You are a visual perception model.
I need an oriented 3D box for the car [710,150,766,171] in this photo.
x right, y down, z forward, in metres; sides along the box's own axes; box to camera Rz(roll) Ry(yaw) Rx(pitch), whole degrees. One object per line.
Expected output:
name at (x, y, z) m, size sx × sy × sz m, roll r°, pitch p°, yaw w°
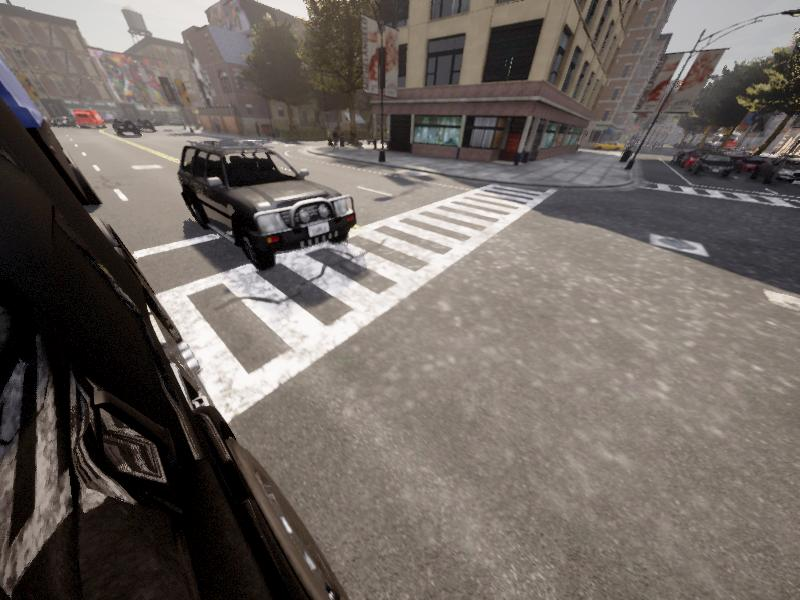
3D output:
car at (35.817, -15.002, 24.691) m, size 2.128 × 1.511 × 4.902 m, roll 28°, pitch 44°, yaw 30°

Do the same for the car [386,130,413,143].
car at (-0.071, -29.118, 41.176) m, size 1.930 × 1.638 × 5.238 m, roll 28°, pitch 44°, yaw 30°

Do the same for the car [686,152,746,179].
car at (25.468, -11.068, 18.840) m, size 1.812 × 1.442 × 4.674 m, roll 28°, pitch 44°, yaw 30°

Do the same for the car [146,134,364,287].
car at (-3.123, -2.322, 4.992) m, size 4.605 × 1.855 × 1.932 m, roll 28°, pitch 44°, yaw 30°

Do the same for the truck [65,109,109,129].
truck at (-52.398, -30.379, 38.865) m, size 2.627 × 2.467 × 5.204 m, roll -21°, pitch 43°, yaw -28°

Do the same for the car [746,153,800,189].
car at (26.932, -8.926, 15.882) m, size 2.242 × 1.667 × 4.611 m, roll 28°, pitch 44°, yaw 30°

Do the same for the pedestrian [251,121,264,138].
pedestrian at (-20.526, -24.556, 33.314) m, size 0.751 × 1.860 × 0.751 m, roll 12°, pitch 38°, yaw 12°

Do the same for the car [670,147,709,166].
car at (33.844, -16.940, 27.170) m, size 1.837 × 1.490 × 4.892 m, roll 27°, pitch 43°, yaw 29°

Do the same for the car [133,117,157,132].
car at (-42.276, -29.075, 38.256) m, size 1.932 × 1.855 × 4.605 m, roll -28°, pitch 47°, yaw -34°

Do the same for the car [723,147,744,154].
car at (85.484, -38.433, 59.302) m, size 1.895 × 1.301 × 4.718 m, roll 28°, pitch 44°, yaw 30°

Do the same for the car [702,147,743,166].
car at (40.061, -17.971, 28.846) m, size 1.851 × 1.617 × 3.988 m, roll 28°, pitch 44°, yaw 30°

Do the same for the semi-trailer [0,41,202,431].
semi-trailer at (-8.714, -3.593, 4.214) m, size 14.254 × 4.402 × 2.717 m, roll 28°, pitch 44°, yaw 30°

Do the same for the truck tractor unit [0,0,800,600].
truck tractor unit at (-2.645, -0.295, 0.351) m, size 6.516 × 4.208 × 3.053 m, roll 28°, pitch 44°, yaw 30°

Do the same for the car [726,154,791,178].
car at (31.553, -12.004, 20.537) m, size 1.994 × 1.385 × 4.181 m, roll 28°, pitch 43°, yaw 30°

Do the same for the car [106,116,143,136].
car at (-35.006, -22.084, 29.377) m, size 4.605 × 1.855 × 1.932 m, roll 29°, pitch 44°, yaw 30°

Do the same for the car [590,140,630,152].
car at (41.244, -30.431, 45.587) m, size 5.366 × 1.575 × 1.801 m, roll 15°, pitch 38°, yaw 15°

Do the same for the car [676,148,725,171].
car at (29.685, -14.054, 23.026) m, size 2.007 × 1.525 × 4.514 m, roll 28°, pitch 44°, yaw 30°

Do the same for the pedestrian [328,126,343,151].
pedestrian at (-5.902, -14.796, 21.198) m, size 0.751 × 1.860 × 0.751 m, roll -29°, pitch 47°, yaw -35°

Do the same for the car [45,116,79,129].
car at (-55.933, -29.448, 38.300) m, size 1.970 × 1.475 × 3.806 m, roll -21°, pitch 43°, yaw -28°
